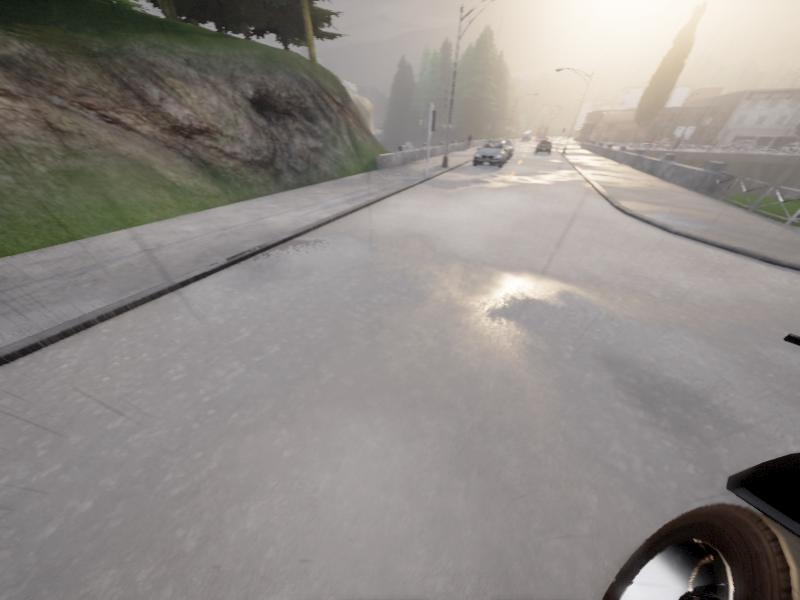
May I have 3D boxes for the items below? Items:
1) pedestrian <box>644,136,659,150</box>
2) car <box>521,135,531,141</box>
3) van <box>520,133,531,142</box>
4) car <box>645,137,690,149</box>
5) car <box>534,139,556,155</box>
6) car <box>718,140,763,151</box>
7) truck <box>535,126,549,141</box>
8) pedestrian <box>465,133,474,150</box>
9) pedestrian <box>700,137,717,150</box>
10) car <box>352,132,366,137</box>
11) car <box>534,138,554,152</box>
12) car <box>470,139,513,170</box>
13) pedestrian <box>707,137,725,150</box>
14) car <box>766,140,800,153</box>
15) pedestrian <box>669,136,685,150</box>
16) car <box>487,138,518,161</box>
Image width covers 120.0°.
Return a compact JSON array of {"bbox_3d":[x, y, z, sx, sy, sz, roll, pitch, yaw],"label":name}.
[{"bbox_3d":[39.544,-24.735,36.350,0.751,1.860,0.751,17,39,20],"label":"pedestrian"},{"bbox_3d":[38.608,-49.660,70.741,2.007,1.525,4.514,16,39,20],"label":"car"},{"bbox_3d":[35.185,-45.718,64.830,2.069,2.038,4.480,16,39,20],"label":"van"},{"bbox_3d":[50.427,-29.714,43.740,5.027,1.651,2.152,16,39,20],"label":"car"},{"bbox_3d":[18.283,-19.449,29.287,1.816,1.474,4.193,16,39,20],"label":"car"},{"bbox_3d":[59.315,-27.030,40.392,3.806,1.475,1.970,17,39,20],"label":"car"},{"bbox_3d":[46.012,-54.162,74.996,2.891,3.827,8.468,16,39,20],"label":"truck"},{"bbox_3d":[9.445,-21.611,31.507,0.751,1.860,0.751,17,39,20],"label":"pedestrian"},{"bbox_3d":[55.358,-28.122,41.433,0.751,1.860,0.751,3,36,4],"label":"pedestrian"},{"bbox_3d":[-14.390,-58.097,81.134,2.163,1.488,4.792,16,39,20],"label":"car"},{"bbox_3d":[21.155,-22.968,34.076,2.038,1.542,4.974,16,39,20],"label":"car"},{"bbox_3d":[7.249,-11.532,18.152,2.242,1.667,4.611,17,39,20],"label":"car"},{"bbox_3d":[55.394,-27.446,40.515,0.751,1.860,0.751,11,37,13],"label":"pedestrian"},{"bbox_3d":[65.482,-25.276,37.993,5.238,1.638,1.930,16,39,20],"label":"car"},{"bbox_3d":[44.289,-25.097,36.934,0.751,1.860,0.751,16,39,20],"label":"pedestrian"},{"bbox_3d":[10.548,-15.534,23.683,2.033,1.649,4.856,17,40,20],"label":"car"}]
